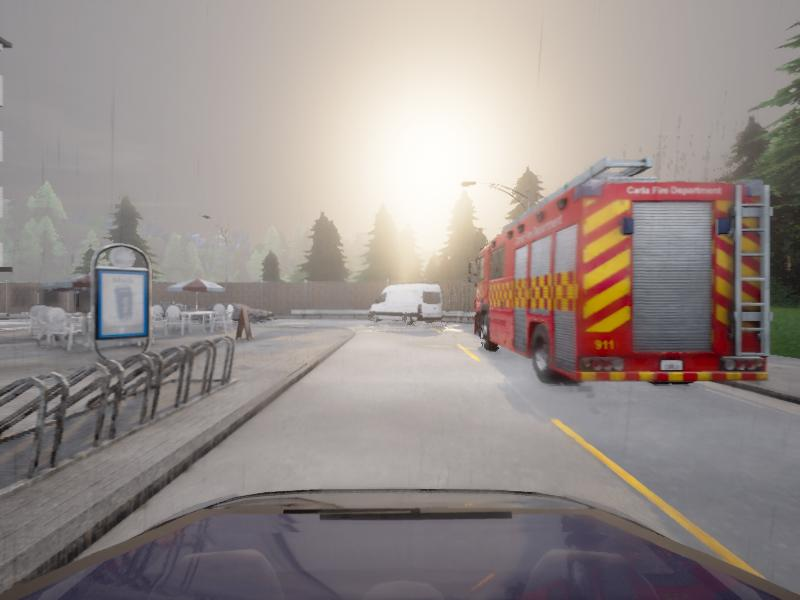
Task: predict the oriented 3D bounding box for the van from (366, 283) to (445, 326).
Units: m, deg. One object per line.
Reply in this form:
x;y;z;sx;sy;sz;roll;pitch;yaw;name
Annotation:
0.196;0.306;26.923;1.988;2.561;5.915;1;-1;-38;van

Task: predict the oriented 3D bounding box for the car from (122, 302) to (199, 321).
-18.008;0.849;30.223;4.674;1.442;1.812;0;0;0;car

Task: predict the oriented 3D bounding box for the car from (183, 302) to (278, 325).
-10.966;0.877;26.126;5.357;1.411;2.033;0;0;2;car

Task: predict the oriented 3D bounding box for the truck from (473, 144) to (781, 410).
4.032;-0.329;9.977;2.891;3.827;8.468;0;0;0;truck
